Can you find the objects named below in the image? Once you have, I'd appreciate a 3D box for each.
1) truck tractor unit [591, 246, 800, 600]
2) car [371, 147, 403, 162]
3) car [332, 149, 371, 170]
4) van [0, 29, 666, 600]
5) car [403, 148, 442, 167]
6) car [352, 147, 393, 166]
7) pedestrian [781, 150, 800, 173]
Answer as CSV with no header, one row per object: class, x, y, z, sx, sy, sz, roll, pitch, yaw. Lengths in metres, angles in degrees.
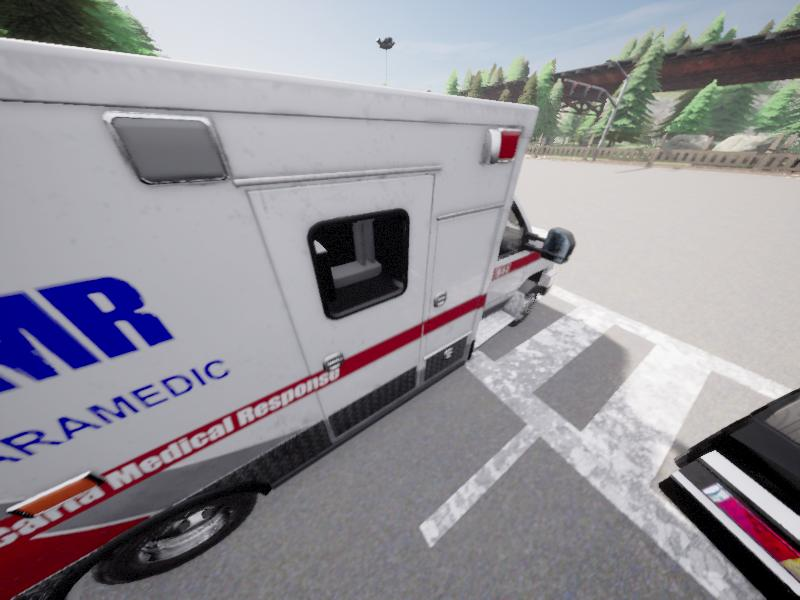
truck tractor unit,5.295,-0.051,0.429,6.516,4.208,3.053,-9,36,-13
car,-1.623,-17.711,28.052,1.994,1.385,4.181,-22,41,-28
car,-4.601,-13.203,21.580,1.994,1.385,4.181,-20,40,-27
van,-0.724,-0.261,2.225,6.366,2.431,2.351,-21,41,-28
car,2.203,-14.568,23.517,1.970,1.475,3.806,-20,40,-26
car,-3.080,-15.547,24.923,2.033,1.411,5.357,-20,40,-27
pedestrian,32.476,-11.417,18.737,0.751,1.860,0.751,-20,40,-27
